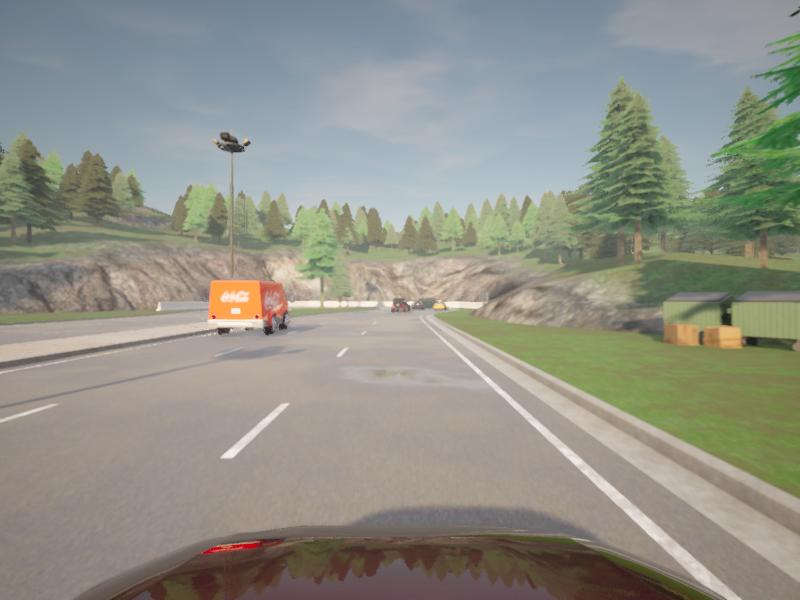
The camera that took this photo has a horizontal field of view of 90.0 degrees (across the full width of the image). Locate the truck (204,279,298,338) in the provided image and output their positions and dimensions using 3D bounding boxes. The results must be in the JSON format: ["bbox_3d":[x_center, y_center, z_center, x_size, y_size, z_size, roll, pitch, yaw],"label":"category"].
[{"bbox_3d":[-7.005,0.364,19.588,2.627,2.467,5.204,0,0,0],"label":"truck"}]

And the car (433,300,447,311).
[{"bbox_3d":[6.231,0.824,62.277,1.801,1.575,5.366,0,0,10],"label":"car"}]

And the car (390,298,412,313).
[{"bbox_3d":[0.174,0.666,52.548,1.905,1.878,3.866,0,0,16],"label":"car"}]

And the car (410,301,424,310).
[{"bbox_3d":[2.727,0.878,65.764,1.970,1.475,3.806,0,0,-3],"label":"car"}]

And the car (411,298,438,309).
[{"bbox_3d":[4.426,0.599,72.636,2.150,2.045,5.566,0,0,-29],"label":"car"}]
